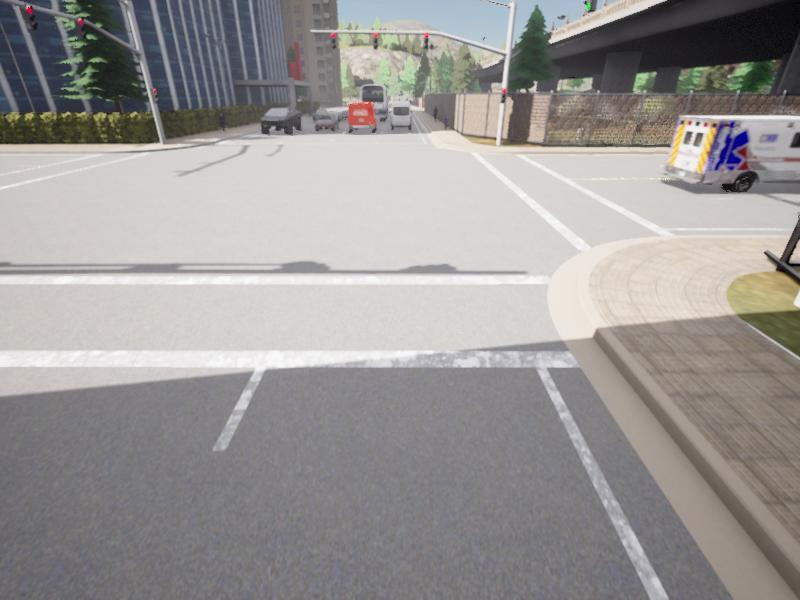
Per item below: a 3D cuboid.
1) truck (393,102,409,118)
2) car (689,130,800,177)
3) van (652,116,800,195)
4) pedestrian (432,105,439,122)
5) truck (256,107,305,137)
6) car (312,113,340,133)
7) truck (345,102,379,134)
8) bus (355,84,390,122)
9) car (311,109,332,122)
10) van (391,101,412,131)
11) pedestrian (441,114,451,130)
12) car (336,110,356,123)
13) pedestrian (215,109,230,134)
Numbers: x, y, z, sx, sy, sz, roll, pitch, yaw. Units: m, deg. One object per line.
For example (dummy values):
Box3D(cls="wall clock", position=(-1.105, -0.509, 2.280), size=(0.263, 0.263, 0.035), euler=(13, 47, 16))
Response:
Box3D(cls="truck", position=(0.179, -29.261, 61.630), size=(2.390, 2.098, 6.274), euler=(0, 27, 0))
Box3D(cls="car", position=(16.184, -6.570, 17.830), size=(4.611, 1.667, 2.242), euler=(0, 27, 0))
Box3D(cls="van", position=(13.348, -5.304, 14.521), size=(6.366, 2.431, 2.351), euler=(0, 27, 0))
Box3D(cls="pedestrian", position=(4.306, -22.654, 48.582), size=(0.751, 1.860, 0.751), euler=(0, 27, 0))
Box3D(cls="truck", position=(-10.396, -15.897, 35.469), size=(2.390, 2.098, 6.274), euler=(0, 27, 0))
Box3D(cls="car", position=(-6.888, -16.711, 37.752), size=(1.816, 1.474, 4.193), euler=(0, 27, 0))
Box3D(cls="truck", position=(-3.391, -17.025, 37.291), size=(2.627, 2.467, 5.204), euler=(0, 28, 0))
Box3D(cls="bus", position=(-3.461, -26.748, 54.343), size=(3.944, 4.253, 10.273), euler=(0, 27, 0))
Box3D(cls="car", position=(-10.347, -24.417, 52.864), size=(1.812, 1.442, 4.674), euler=(0, 27, 0))
Box3D(cls="van", position=(0.123, -18.951, 40.973), size=(1.988, 2.561, 5.915), euler=(0, 27, 0))
Box3D(cls="pedestrian", position=(4.336, -16.676, 37.499), size=(0.751, 1.300, 0.751), euler=(-2, 27, -3))
Box3D(cls="car", position=(-6.851, -23.591, 51.333), size=(1.994, 1.385, 4.181), euler=(0, 27, 0))
Box3D(cls="pedestrian", position=(-14.980, -15.057, 33.694), size=(0.751, 1.860, 0.751), euler=(-14, 30, -25))
